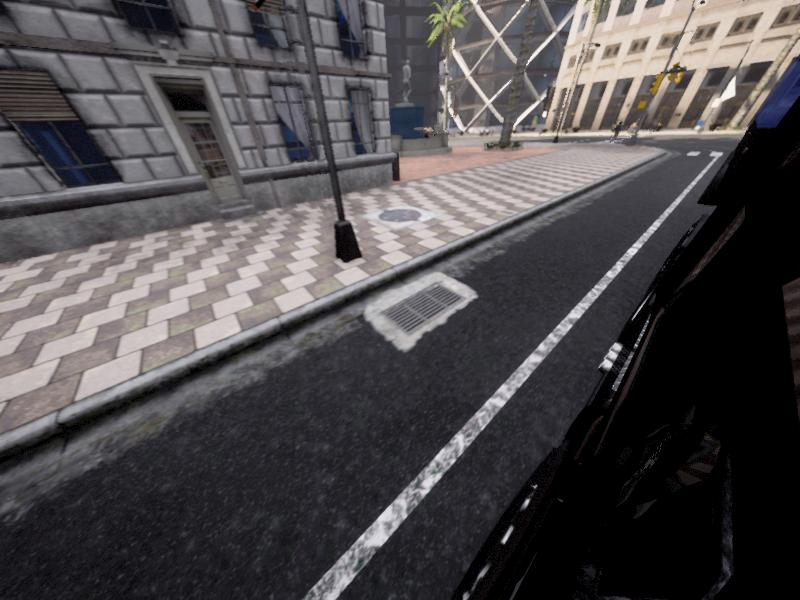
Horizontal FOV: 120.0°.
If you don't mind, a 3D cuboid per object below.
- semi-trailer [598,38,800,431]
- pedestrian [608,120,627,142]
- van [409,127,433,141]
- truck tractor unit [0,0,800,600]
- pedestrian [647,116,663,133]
[{"bbox_3d":[8.702,-3.602,4.226,14.254,4.402,2.717,-28,44,-30],"label":"semi-trailer"},{"bbox_3d":[23.605,-18.298,25.056,0.751,1.860,0.751,-30,45,-32],"label":"pedestrian"},{"bbox_3d":[4.203,-33.060,46.047,4.442,1.987,1.775,8,38,14],"label":"van"},{"bbox_3d":[2.645,-0.295,0.351,6.516,4.208,3.053,-28,44,-30],"label":"truck tractor unit"},{"bbox_3d":[36.496,-25.099,33.079,0.751,1.860,0.751,13,40,20],"label":"pedestrian"}]
